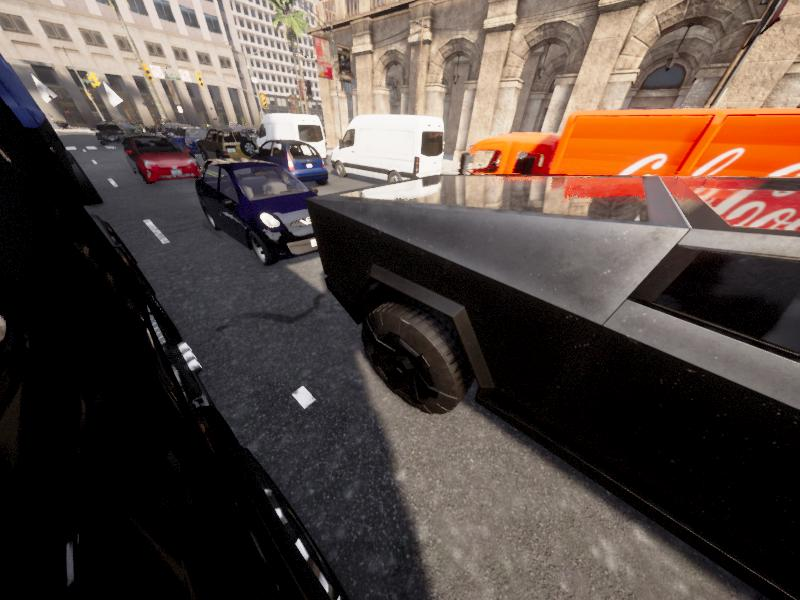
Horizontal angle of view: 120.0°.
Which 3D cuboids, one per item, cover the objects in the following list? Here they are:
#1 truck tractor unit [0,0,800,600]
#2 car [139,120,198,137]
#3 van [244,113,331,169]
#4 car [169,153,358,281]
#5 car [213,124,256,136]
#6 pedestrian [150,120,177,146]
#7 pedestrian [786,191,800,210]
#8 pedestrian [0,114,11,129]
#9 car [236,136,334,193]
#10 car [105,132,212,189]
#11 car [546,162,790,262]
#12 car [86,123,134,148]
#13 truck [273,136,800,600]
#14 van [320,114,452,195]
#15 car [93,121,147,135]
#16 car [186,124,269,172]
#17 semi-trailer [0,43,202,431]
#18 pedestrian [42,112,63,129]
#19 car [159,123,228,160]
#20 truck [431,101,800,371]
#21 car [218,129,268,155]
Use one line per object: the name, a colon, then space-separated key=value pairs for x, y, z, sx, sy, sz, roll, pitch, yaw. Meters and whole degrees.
truck tractor unit: x=-2.645 y=-0.295 z=0.351 sx=6.516 sy=4.208 sz=3.053 roll=28 pitch=44 yaw=30
car: x=-31.270 y=-23.296 z=31.428 sx=1.930 sy=1.638 sz=5.238 roll=28 pitch=43 yaw=30
van: x=-7.283 y=-10.370 z=14.920 sx=5.915 sy=2.561 sz=1.988 roll=28 pitch=44 yaw=30
car: x=-2.883 y=-2.078 z=4.960 sx=3.633 sy=1.501 sz=1.845 roll=28 pitch=44 yaw=30
car: x=-27.866 y=-28.720 z=39.096 sx=2.033 sy=1.411 sz=5.357 roll=28 pitch=44 yaw=30
pedestrian: x=-21.074 y=-14.891 z=20.617 sx=0.751 sy=1.860 sz=0.751 roll=22 pitch=41 yaw=23
pedestrian: x=16.196 y=-4.373 z=8.656 sx=0.751 sy=1.860 sz=0.751 roll=25 pitch=42 yaw=27
pedestrian: x=-49.752 y=-22.413 z=28.608 sx=0.751 sy=1.860 sz=0.751 roll=21 pitch=41 yaw=23
car: x=-4.978 y=-5.993 z=9.994 sx=3.988 sy=1.617 sz=1.851 roll=28 pitch=44 yaw=30
car: x=-10.298 y=-6.084 z=9.850 sx=4.514 sy=1.525 sz=2.007 roll=28 pitch=44 yaw=30
car: x=6.420 y=-2.586 z=6.223 sx=3.633 sy=1.501 sz=1.845 roll=28 pitch=44 yaw=30
car: x=-24.661 y=-14.218 z=19.839 sx=1.837 sy=1.490 sz=4.892 roll=-26 pitch=46 yaw=-32
truck: x=2.231 y=0.432 z=1.453 sx=6.274 sy=2.098 sz=2.390 roll=28 pitch=44 yaw=30
van: x=-0.890 y=-6.925 z=10.719 sx=5.915 sy=2.561 sz=1.988 roll=28 pitch=44 yaw=30
car: x=-36.806 y=-22.699 z=30.510 sx=1.994 sy=1.385 sz=4.181 roll=29 pitch=44 yaw=30
car: x=-9.753 y=-8.676 z=13.051 sx=4.605 sy=1.855 sz=1.932 roll=28 pitch=44 yaw=30
semi-trailer: x=-8.694 y=-3.610 z=4.229 sx=14.254 sy=4.402 sz=2.717 roll=28 pitch=44 yaw=30
pedestrian: x=-46.864 y=-24.208 z=31.188 sx=0.751 sy=1.860 sz=0.751 roll=25 pitch=42 yaw=27
car: x=-14.383 y=-11.115 z=16.089 sx=4.553 sy=1.767 sz=2.097 roll=28 pitch=44 yaw=30
truck: x=3.575 y=-1.757 z=4.128 sx=5.204 sy=2.467 sz=2.627 roll=27 pitch=43 yaw=31
car: x=-12.780 y=-12.896 z=18.790 sx=3.633 sy=1.501 sz=1.845 roll=29 pitch=44 yaw=30
